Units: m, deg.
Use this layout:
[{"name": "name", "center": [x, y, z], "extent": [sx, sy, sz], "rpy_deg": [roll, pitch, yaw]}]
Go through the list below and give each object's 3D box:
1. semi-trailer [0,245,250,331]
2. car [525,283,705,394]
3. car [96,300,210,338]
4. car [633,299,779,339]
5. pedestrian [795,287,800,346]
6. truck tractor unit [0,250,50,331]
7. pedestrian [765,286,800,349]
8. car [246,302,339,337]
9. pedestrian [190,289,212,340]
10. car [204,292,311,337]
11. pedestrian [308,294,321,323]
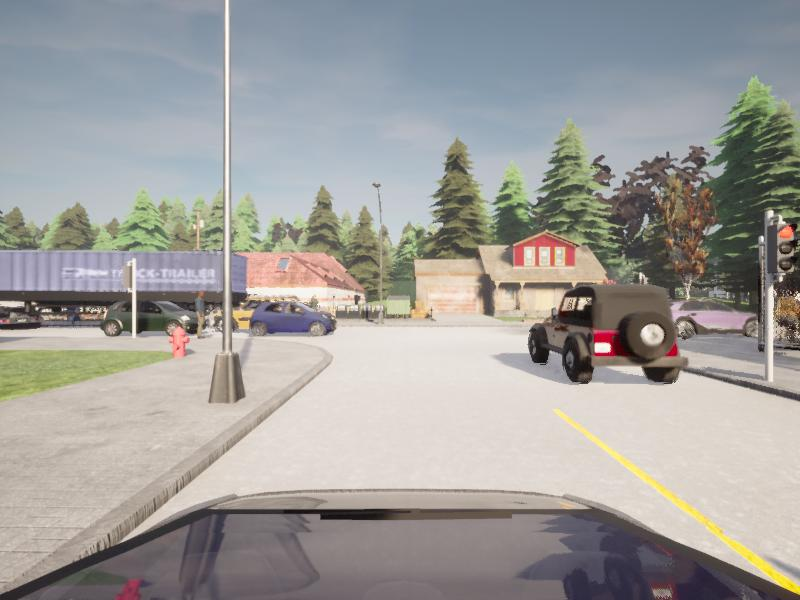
[{"name": "semi-trailer", "center": [-15.911, -0.623, 21.996], "extent": [14.254, 4.402, 2.717], "rpy_deg": [0, 0, 0]}, {"name": "car", "center": [4.236, 0.646, 8.701], "extent": [1.905, 1.878, 3.866], "rpy_deg": [0, 0, 1]}, {"name": "car", "center": [-10.951, 0.788, 17.945], "extent": [3.988, 1.617, 1.851], "rpy_deg": [0, 0, 1]}, {"name": "car", "center": [13.229, 0.777, 17.538], "extent": [4.856, 1.649, 2.033], "rpy_deg": [0, 0, 0]}, {"name": "pedestrian", "center": [13.079, 0.525, 12.496], "extent": [0.751, 1.860, 0.751], "rpy_deg": [0, 0, 0]}, {"name": "truck tractor unit", "center": [-23.816, -0.521, 22.162], "extent": [6.516, 4.208, 3.053], "rpy_deg": [0, 0, 6]}, {"name": "pedestrian", "center": [11.905, 0.525, 12.256], "extent": [0.751, 1.860, 0.751], "rpy_deg": [0, 0, 2]}, {"name": "car", "center": [-4.671, 0.827, 17.810], "extent": [3.633, 1.501, 1.845], "rpy_deg": [0, 0, 1]}, {"name": "pedestrian", "center": [-7.594, 0.534, 15.250], "extent": [0.751, 1.860, 0.751], "rpy_deg": [0, 0, -28]}, {"name": "car", "center": [-6.931, 0.661, 19.942], "extent": [4.605, 1.855, 1.932], "rpy_deg": [-2, 5, -5]}, {"name": "pedestrian", "center": [-5.507, 0.533, 25.747], "extent": [0.751, 1.860, 0.751], "rpy_deg": [0, 0, -13]}]
